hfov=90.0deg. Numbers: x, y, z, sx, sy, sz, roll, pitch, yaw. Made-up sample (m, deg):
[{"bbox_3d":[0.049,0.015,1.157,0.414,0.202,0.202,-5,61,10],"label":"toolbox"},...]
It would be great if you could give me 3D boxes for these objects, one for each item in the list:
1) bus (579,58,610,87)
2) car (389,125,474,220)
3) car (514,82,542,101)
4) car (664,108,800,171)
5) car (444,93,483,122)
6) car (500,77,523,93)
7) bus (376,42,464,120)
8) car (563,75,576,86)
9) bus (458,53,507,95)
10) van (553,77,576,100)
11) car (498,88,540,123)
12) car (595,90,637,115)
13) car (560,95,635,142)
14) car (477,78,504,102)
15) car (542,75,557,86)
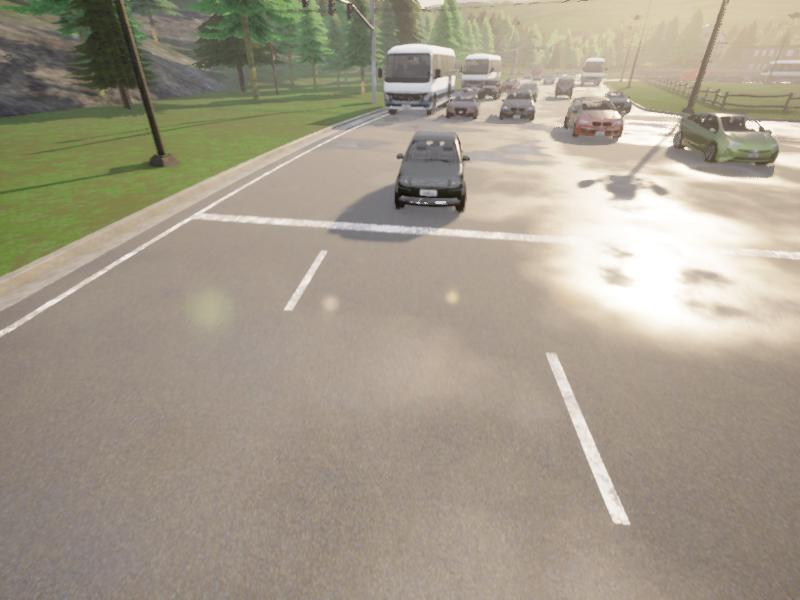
[{"bbox_3d":[34.624,-40.829,71.644,3.944,4.253,10.273,11,32,18],"label":"bus"},{"bbox_3d":[0.868,-3.453,10.336,1.789,1.549,3.705,4,30,6],"label":"car"},{"bbox_3d":[13.420,-21.816,41.796,2.163,1.488,4.792,11,32,17],"label":"car"},{"bbox_3d":[12.257,-6.235,15.201,2.007,1.525,4.514,5,31,8],"label":"car"},{"bbox_3d":[4.286,-12.900,26.635,1.994,1.385,4.181,7,31,12],"label":"car"},{"bbox_3d":[15.025,-28.973,53.817,2.242,1.667,4.611,11,32,18],"label":"car"},{"bbox_3d":[1.846,-16.319,29.583,3.944,4.253,10.273,8,32,14],"label":"bus"},{"bbox_3d":[30.428,-39.286,71.613,1.801,1.575,5.366,11,32,18],"label":"car"},{"bbox_3d":[10.866,-29.393,51.934,3.944,4.253,10.273,11,32,18],"label":"bus"},{"bbox_3d":[17.621,-22.635,42.731,1.775,1.987,4.442,11,32,18],"label":"van"},{"bbox_3d":[7.745,-12.804,26.204,2.242,1.667,4.611,8,31,12],"label":"car"},{"bbox_3d":[16.383,-15.123,30.533,1.994,1.385,4.181,9,32,14],"label":"car"},{"bbox_3d":[9.746,-9.290,20.238,2.242,1.667,4.611,6,31,10],"label":"car"},{"bbox_3d":[9.156,-21.259,40.400,1.905,1.878,3.866,11,32,17],"label":"car"},{"bbox_3d":[27.383,-40.250,73.180,2.033,1.649,4.856,11,32,18],"label":"car"}]
